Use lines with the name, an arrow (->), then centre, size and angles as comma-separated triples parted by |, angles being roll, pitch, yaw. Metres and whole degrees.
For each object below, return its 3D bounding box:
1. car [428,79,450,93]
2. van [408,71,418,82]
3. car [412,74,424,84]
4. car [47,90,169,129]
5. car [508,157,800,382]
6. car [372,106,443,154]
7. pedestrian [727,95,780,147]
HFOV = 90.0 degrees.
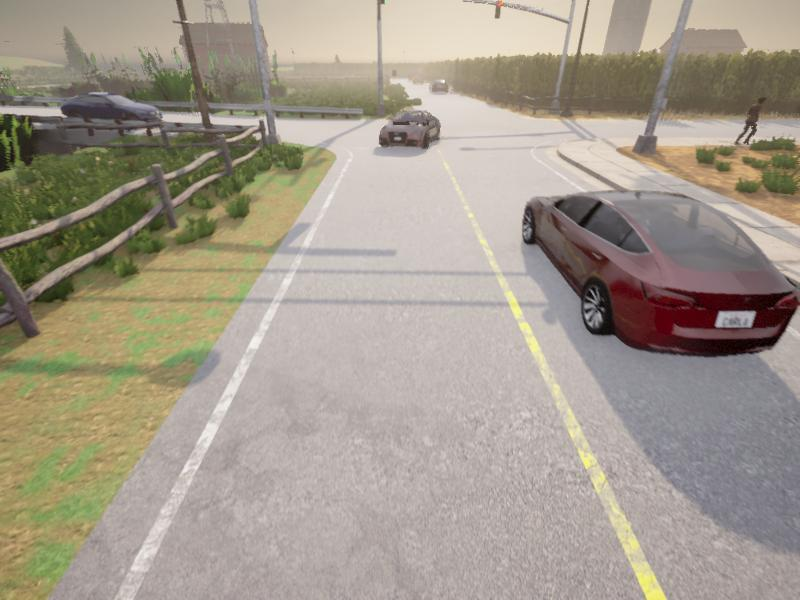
car -> 5.118, -28.428, 53.114 | 2.163, 1.488, 4.792 | -1, 30, -3
van -> 2.854, -50.299, 89.936 | 1.775, 1.987, 4.442 | -1, 30, -3
car -> 3.495, -43.397, 78.561 | 1.801, 1.575, 5.366 | -1, 30, -2
car -> -14.959, -9.892, 20.711 | 4.674, 1.442, 1.812 | 4, 30, 1
car -> 3.417, -0.941, 6.131 | 2.163, 1.488, 4.792 | 0, 30, 0
car -> 0.476, -7.572, 17.606 | 1.994, 1.385, 4.181 | 8, 31, 15
pedestrian -> 14.367, -7.281, 16.312 | 0.751, 1.860, 0.751 | -2, 30, -4
